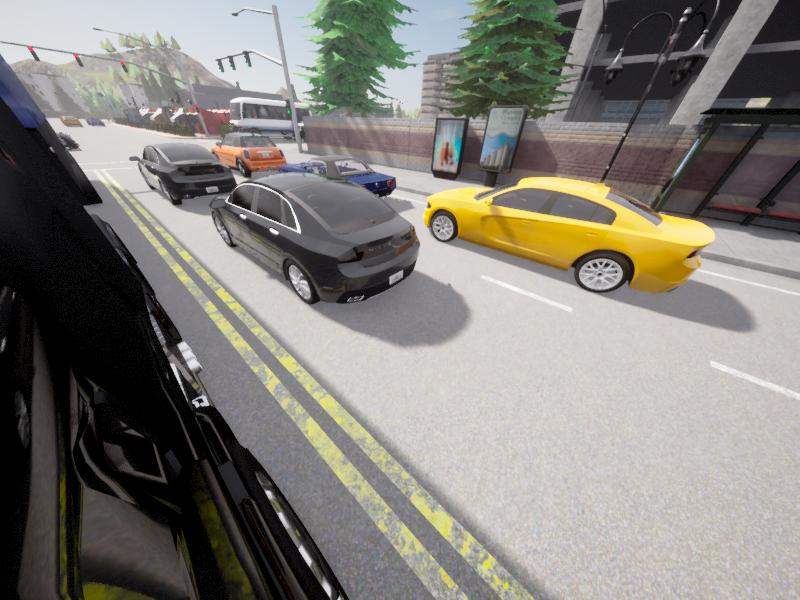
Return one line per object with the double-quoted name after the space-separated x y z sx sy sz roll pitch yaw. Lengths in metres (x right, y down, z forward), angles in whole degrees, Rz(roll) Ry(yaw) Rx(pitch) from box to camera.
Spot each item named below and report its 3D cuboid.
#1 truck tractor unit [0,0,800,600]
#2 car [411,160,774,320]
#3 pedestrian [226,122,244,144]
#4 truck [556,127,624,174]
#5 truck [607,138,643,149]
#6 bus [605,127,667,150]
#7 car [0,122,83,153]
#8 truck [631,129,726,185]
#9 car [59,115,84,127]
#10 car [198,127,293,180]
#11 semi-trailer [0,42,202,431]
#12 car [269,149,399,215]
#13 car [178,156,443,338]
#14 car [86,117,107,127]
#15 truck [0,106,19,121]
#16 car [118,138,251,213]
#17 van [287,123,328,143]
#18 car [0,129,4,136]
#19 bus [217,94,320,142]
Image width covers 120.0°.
-2.645 -0.295 0.351 6.516 4.208 3.053 28 44 30 "truck tractor unit"
2.834 -1.748 4.874 5.008 1.535 1.882 28 44 30 "car"
-17.738 -17.991 24.876 0.751 1.860 0.751 6 37 5 "pedestrian"
13.952 -11.031 16.932 2.615 2.467 5.204 28 44 30 "truck"
58.219 -40.696 59.925 6.274 2.098 2.390 28 44 30 "truck"
61.491 -42.482 60.717 10.273 4.253 3.944 28 44 30 "bus"
-24.117 -10.575 14.985 1.970 1.475 3.806 27 43 29 "car"
17.255 -9.272 14.791 2.615 2.467 5.204 28 44 30 "truck"
-58.734 -31.924 41.294 5.008 1.535 1.882 28 43 29 "car"
-7.821 -7.545 11.731 4.553 1.767 2.097 28 44 30 "car"
-8.697 -3.608 4.225 14.254 4.402 2.717 28 44 30 "semi-trailer"
-2.472 -4.484 8.396 4.718 1.301 1.895 28 44 30 "car"
-1.889 -1.514 4.299 4.892 1.490 1.837 28 44 30 "car"
-61.279 -35.965 46.583 4.193 1.474 1.816 28 44 30 "car"
-86.673 -39.597 48.998 5.204 2.467 2.627 -5 37 -10 "truck"
-7.406 -4.459 7.885 4.892 1.490 1.837 28 44 30 "car"
-12.251 -22.467 31.084 2.069 2.038 4.480 24 42 26 "van"
-40.066 -16.496 21.829 5.366 1.575 1.801 29 44 31 "car"
-16.509 -23.499 30.350 3.944 4.253 10.273 28 44 30 "bus"
